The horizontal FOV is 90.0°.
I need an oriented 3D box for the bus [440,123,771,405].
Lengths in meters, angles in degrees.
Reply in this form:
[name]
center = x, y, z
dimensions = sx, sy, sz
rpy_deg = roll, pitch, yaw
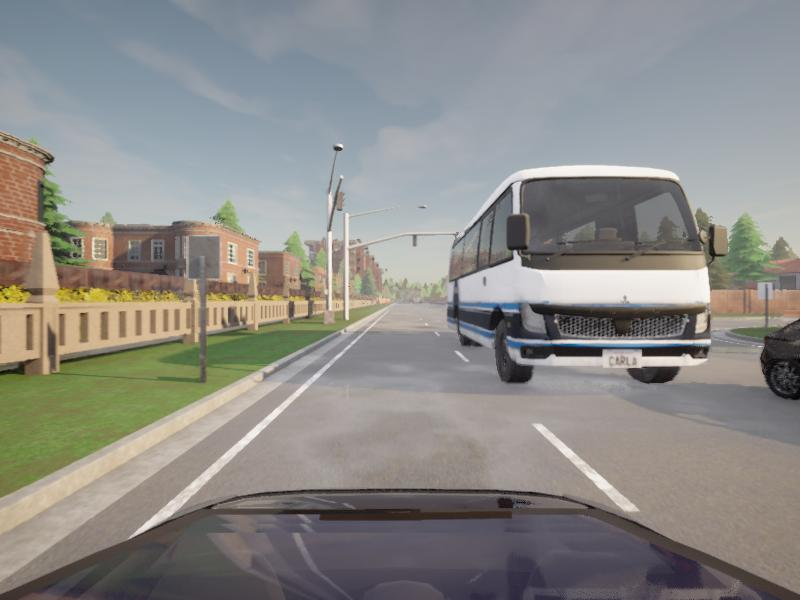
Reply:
[bus]
center = 3.623, -0.528, 11.170
dimensions = 3.944, 4.253, 10.273
rpy_deg = 0, 0, 0

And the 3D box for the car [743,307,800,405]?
[car]
center = 7.004, 0.857, 5.008
dimensions = 1.816, 1.474, 4.193
rpy_deg = 0, 0, 0
